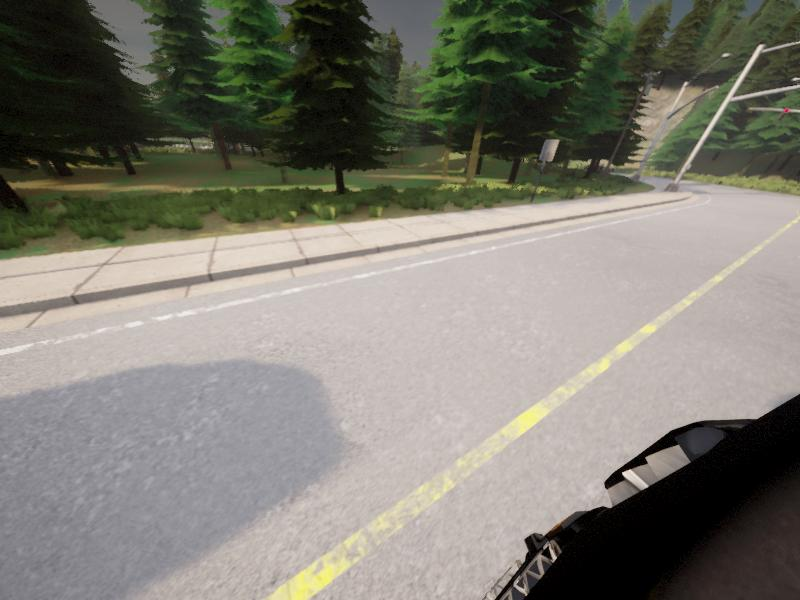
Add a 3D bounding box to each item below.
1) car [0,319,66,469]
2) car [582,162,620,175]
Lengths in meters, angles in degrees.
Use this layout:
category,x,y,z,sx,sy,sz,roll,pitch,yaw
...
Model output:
category,x,y,z,sx,sy,sz,roll,pitch,yaw
car,-5.036,1.077,0.261,4.605,1.855,1.932,-15,38,-26
car,32.352,-21.282,37.287,1.994,1.385,4.181,-5,34,-12
